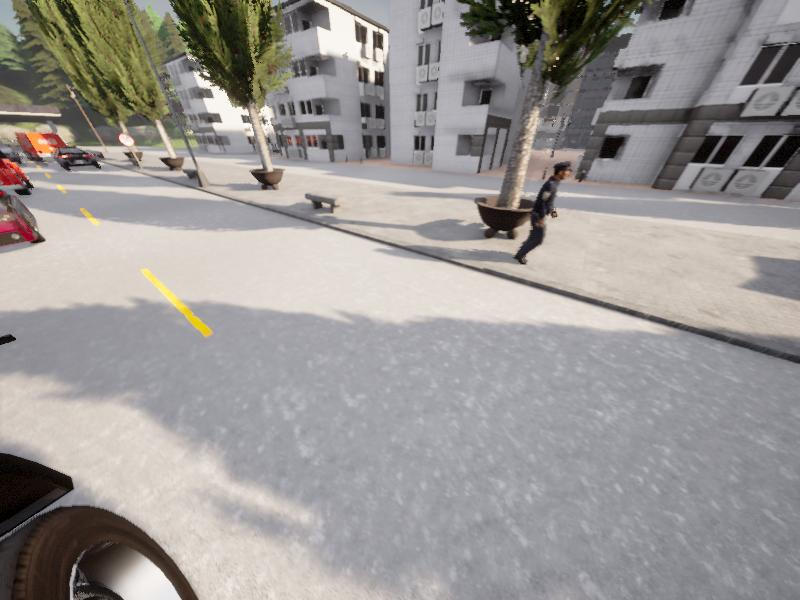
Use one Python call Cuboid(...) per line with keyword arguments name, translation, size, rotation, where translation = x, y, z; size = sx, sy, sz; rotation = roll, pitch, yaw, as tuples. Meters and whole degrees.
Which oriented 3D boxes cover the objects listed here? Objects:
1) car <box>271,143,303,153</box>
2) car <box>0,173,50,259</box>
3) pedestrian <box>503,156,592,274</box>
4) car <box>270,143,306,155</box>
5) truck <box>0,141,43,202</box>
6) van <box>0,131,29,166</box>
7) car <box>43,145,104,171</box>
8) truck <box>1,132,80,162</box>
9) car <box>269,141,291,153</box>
Cuboid(name="car", translation=(-18.412, -24.880, 37.768), size=(4.536, 1.218, 1.853), rotation=(-14, 38, -20))
Cuboid(name="car", translation=(-10.779, -2.059, 5.554), size=(4.181, 1.385, 1.994), rotation=(23, 41, 29))
Cuboid(name="pedestrian", translation=(2.619, -1.547, 4.285), size=(0.751, 1.860, 0.751), rotation=(18, 39, 24))
Cuboid(name="car", translation=(-18.365, -24.763, 37.877), size=(4.974, 1.542, 2.038), rotation=(-14, 38, -20))
Cuboid(name="truck", translation=(-18.691, -5.843, 9.884), size=(5.204, 2.467, 2.627), rotation=(23, 41, 28))
Cuboid(name="van", translation=(-37.395, -13.698, 20.833), size=(5.915, 2.561, 1.988), rotation=(14, 36, 19))
Cuboid(name="car", translation=(-26.881, -11.745, 19.017), size=(4.974, 1.542, 2.038), rotation=(23, 41, 29))
Cuboid(name="truck", translation=(-37.431, -15.998, 24.155), size=(5.204, 2.467, 2.627), rotation=(15, 37, 20))
Cuboid(name="car", translation=(-20.430, -26.075, 39.297), size=(1.845, 1.501, 3.633), rotation=(-28, 44, -34))
